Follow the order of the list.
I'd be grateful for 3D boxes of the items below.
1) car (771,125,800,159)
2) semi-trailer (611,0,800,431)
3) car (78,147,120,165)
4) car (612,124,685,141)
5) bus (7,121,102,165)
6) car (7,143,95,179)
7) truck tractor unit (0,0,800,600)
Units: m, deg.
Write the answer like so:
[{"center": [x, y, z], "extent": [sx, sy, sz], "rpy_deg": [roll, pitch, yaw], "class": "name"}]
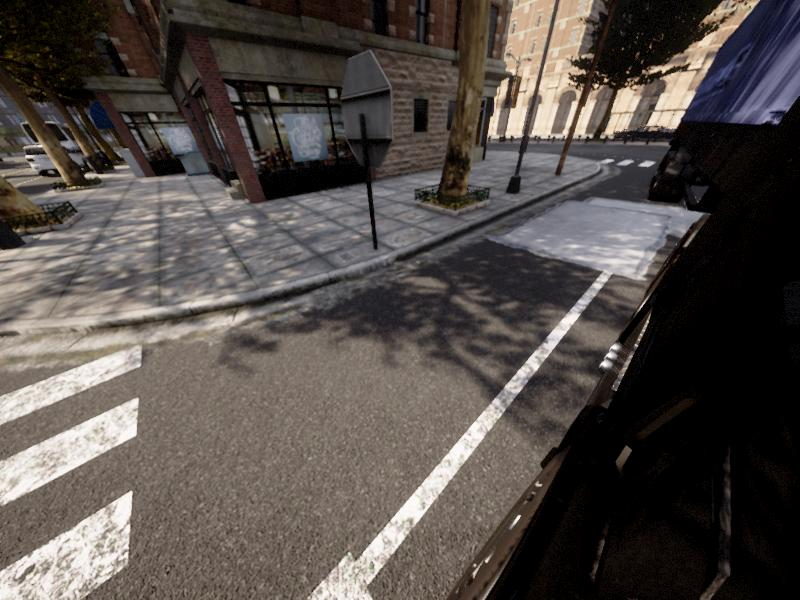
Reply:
[{"center": [24.095, -8.239, 12.035], "extent": [1.837, 1.490, 4.892], "rpy_deg": [-28, 44, -30], "class": "car"}, {"center": [8.073, -3.960, 4.771], "extent": [2.717, 4.402, 14.254], "rpy_deg": [27, 46, 33], "class": "semi-trailer"}, {"center": [-37.098, -17.933, 28.597], "extent": [2.231, 1.521, 4.892], "rpy_deg": [-28, 44, -30], "class": "car"}, {"center": [28.337, -19.184, 26.556], "extent": [2.033, 1.411, 5.357], "rpy_deg": [-28, 44, -30], "class": "car"}, {"center": [-45.826, -21.355, 31.354], "extent": [3.944, 4.253, 10.273], "rpy_deg": [-28, 44, -30], "class": "bus"}, {"center": [-28.321, -11.606, 19.118], "extent": [2.435, 2.045, 5.566], "rpy_deg": [-28, 44, -30], "class": "car"}, {"center": [2.645, -0.295, 0.351], "extent": [6.516, 4.208, 3.053], "rpy_deg": [-28, 44, -30], "class": "truck tractor unit"}]
